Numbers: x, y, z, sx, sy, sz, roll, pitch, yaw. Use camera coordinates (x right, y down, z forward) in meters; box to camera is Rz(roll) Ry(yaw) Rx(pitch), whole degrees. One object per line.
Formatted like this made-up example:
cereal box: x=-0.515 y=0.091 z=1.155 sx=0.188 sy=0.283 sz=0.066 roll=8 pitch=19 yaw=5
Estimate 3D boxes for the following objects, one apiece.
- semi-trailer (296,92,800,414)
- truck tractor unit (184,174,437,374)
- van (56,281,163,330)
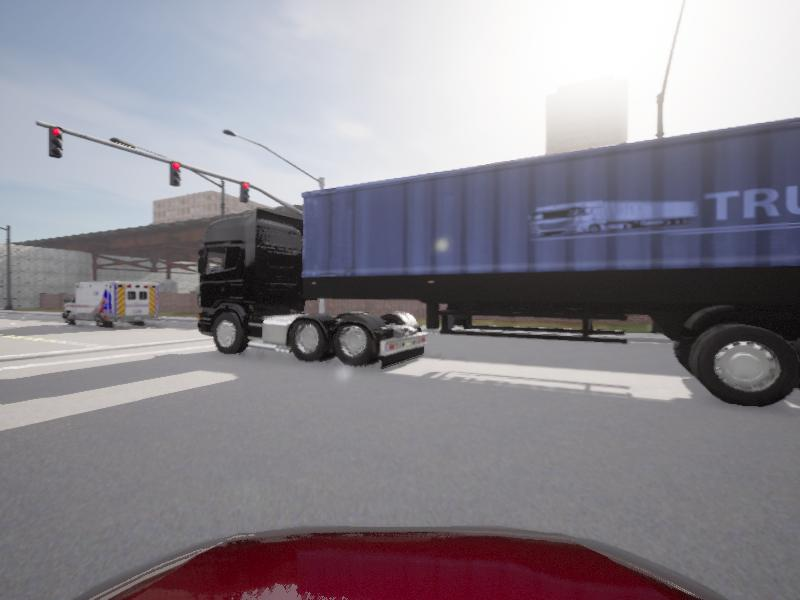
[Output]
semi-trailer: x=4.419 y=-0.651 z=7.570 sx=14.254 sy=4.402 sz=2.717 roll=0 pitch=0 yaw=28
truck tractor unit: x=-2.581 y=-0.572 z=11.270 sx=6.516 sy=4.208 sz=3.053 roll=0 pitch=1 yaw=28
van: x=-16.529 y=0.268 z=22.662 sx=6.366 sy=2.431 sz=2.351 roll=0 pitch=0 yaw=28
